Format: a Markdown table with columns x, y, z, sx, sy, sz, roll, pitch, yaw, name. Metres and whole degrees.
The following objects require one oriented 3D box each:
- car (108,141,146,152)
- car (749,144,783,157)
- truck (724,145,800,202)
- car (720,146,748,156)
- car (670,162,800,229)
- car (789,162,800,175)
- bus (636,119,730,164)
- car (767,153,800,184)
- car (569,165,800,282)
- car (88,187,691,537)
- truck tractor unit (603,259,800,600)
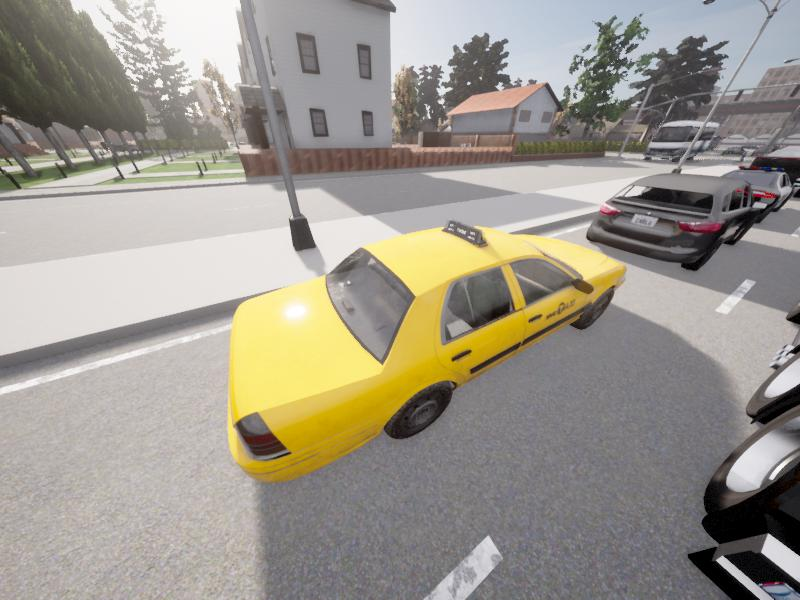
| x | y | z | sx | sy | sz | roll | pitch | yaw | name |
| --- | --- | --- | --- | --- | --- | --- | --- | --- | --- |
| -54.182 | -30.480 | 45.885 | 4.856 | 1.649 | 2.033 | 5 | 35 | 7 | car |
| 64.114 | -26.213 | 40.501 | 4.553 | 1.767 | 2.097 | -18 | 39 | -24 | car |
| 20.511 | -6.816 | 12.085 | 6.274 | 2.098 | 2.390 | -18 | 39 | -24 | truck |
| 62.264 | -27.757 | 43.050 | 4.181 | 1.385 | 1.994 | -18 | 39 | -24 | car |
| 12.931 | -4.108 | 8.641 | 4.974 | 1.542 | 2.038 | -18 | 39 | -24 | car |
| 35.021 | -11.227 | 19.220 | 4.718 | 1.301 | 1.895 | -18 | 39 | -24 | car |
| 36.502 | -20.436 | 29.855 | 10.273 | 4.253 | 3.944 | -18 | 39 | -24 | bus |
| 28.126 | -9.071 | 15.869 | 4.974 | 1.542 | 2.038 | -18 | 39 | -24 | car |
| 7.037 | -2.239 | 5.795 | 4.611 | 1.667 | 2.242 | -18 | 39 | -25 | car |
| 0.909 | -0.201 | 2.906 | 5.366 | 1.575 | 1.801 | -18 | 39 | -24 | car |
| 5.104 | -0.307 | 0.798 | 6.516 | 4.208 | 3.053 | -18 | 39 | -25 | truck tractor unit |
